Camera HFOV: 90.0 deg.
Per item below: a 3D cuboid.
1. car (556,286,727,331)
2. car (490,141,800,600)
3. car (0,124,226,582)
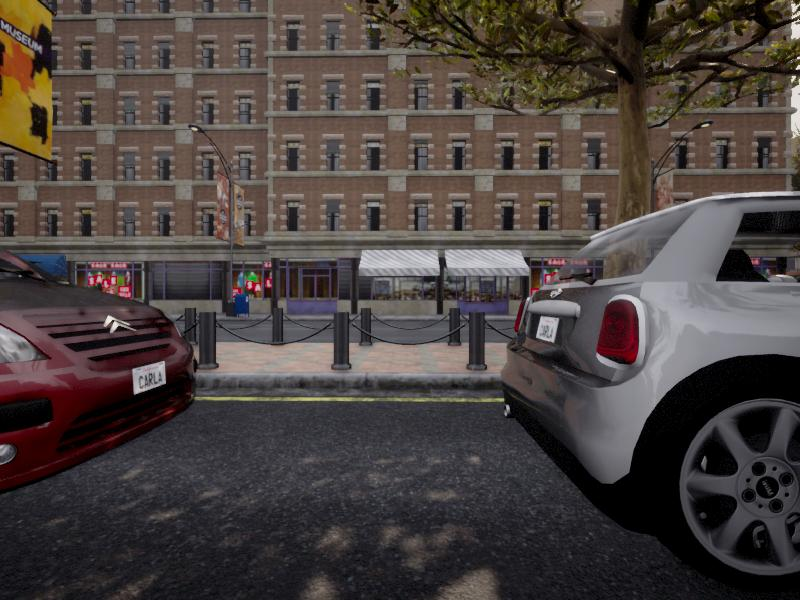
[{"bbox_3d":[7.966,0.270,13.545,4.674,1.442,1.812,0,0,1],"label":"car"},{"bbox_3d":[2.600,0.253,2.173,3.806,1.475,1.970,0,0,1],"label":"car"},{"bbox_3d":[-3.390,0.188,2.287,3.988,1.617,1.851,0,0,1],"label":"car"}]
